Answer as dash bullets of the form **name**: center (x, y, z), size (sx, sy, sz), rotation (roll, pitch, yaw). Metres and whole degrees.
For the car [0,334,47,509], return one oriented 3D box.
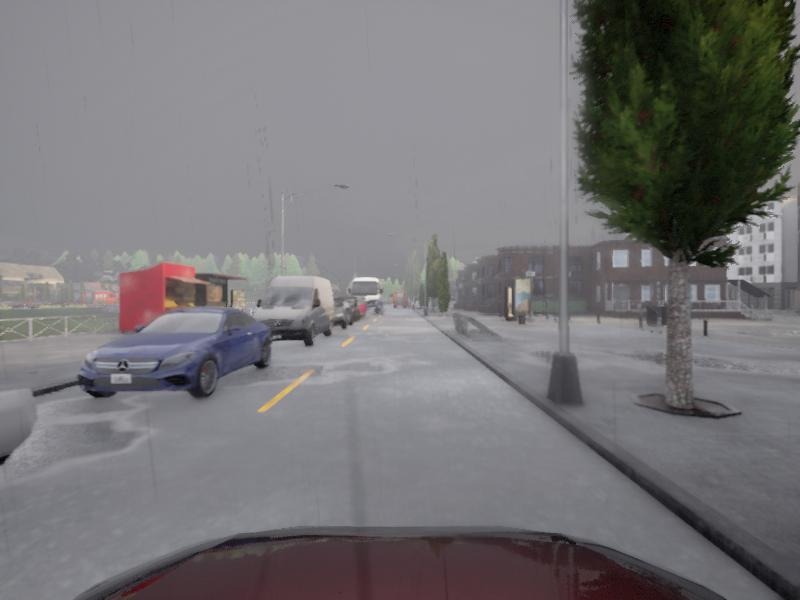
- **car**: center (-4.001, 0.944, 1.100), size (1.895, 1.301, 4.718), rotation (0, 0, 0)

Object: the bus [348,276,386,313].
- **bus**: center (-3.885, -0.527, 50.225), size (3.944, 4.253, 10.273), rotation (0, -1, 0)

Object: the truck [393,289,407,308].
- **truck**: center (-0.004, -0.327, 86.561), size (2.891, 3.827, 8.468), rotation (0, 0, 0)

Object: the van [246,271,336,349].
- **van**: center (-4.007, 0.322, 15.953), size (1.988, 2.561, 5.915), rotation (0, 0, 0)

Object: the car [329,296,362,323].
- **car**: center (-4.006, 0.645, 29.845), size (1.905, 1.878, 3.866), rotation (0, 0, 0)

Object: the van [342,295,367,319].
- **van**: center (-4.004, 0.598, 35.731), size (1.775, 1.987, 4.442), rotation (0, 0, 0)

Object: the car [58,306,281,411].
- **car**: center (-4.002, 0.870, 8.069), size (1.812, 1.442, 4.674), rotation (0, 0, 0)

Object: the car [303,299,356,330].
- **car**: center (-4.002, 0.756, 23.549), size (2.242, 1.667, 4.611), rotation (0, 0, 0)

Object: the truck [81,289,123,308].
- **truck**: center (-65.683, -0.327, 88.448), size (2.891, 3.827, 8.468), rotation (0, 0, 0)
